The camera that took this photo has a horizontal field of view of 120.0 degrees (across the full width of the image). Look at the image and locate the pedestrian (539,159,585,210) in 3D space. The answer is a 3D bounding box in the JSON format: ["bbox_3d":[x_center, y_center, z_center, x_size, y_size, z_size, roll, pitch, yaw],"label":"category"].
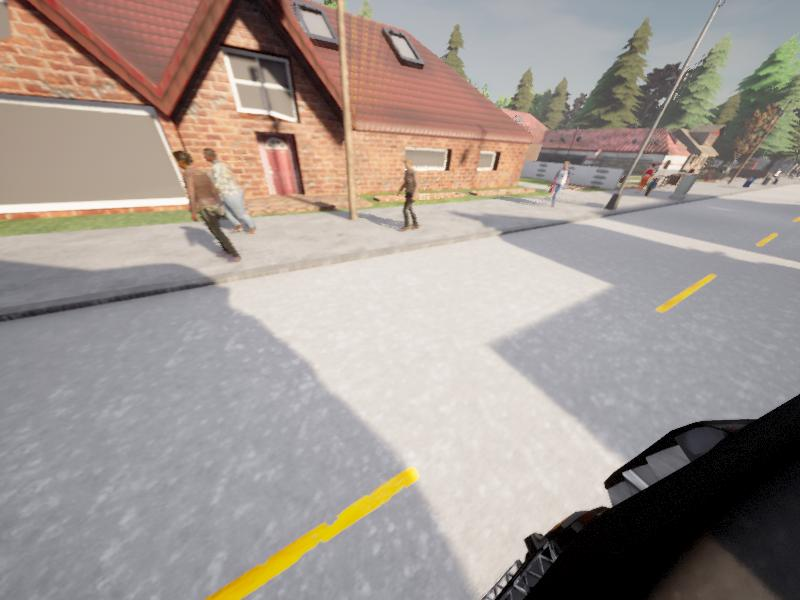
[{"bbox_3d":[6.914,-4.959,9.960,0.751,1.860,0.751,-16,38,-25],"label":"pedestrian"}]

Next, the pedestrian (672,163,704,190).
[{"bbox_3d":[23.836,-10.196,19.130,0.751,1.860,0.751,-15,38,-25],"label":"pedestrian"}]

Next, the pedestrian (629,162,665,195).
[{"bbox_3d":[16.507,-8.149,15.488,0.751,1.860,0.751,-17,39,-28],"label":"pedestrian"}]

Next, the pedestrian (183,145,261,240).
[{"bbox_3d":[-3.961,-2.451,5.343,0.751,1.860,0.751,-8,35,-16],"label":"pedestrian"}]

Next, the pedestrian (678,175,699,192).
[{"bbox_3d":[22.412,-9.013,17.936,0.500,1.100,0.500,-20,40,-30],"label":"pedestrian"}]

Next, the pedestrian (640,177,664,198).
[{"bbox_3d":[15.746,-7.048,14.469,0.500,1.100,0.500,-19,40,-29],"label":"pedestrian"}]

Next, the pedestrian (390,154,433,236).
[{"bbox_3d":[0.245,-2.795,6.197,0.751,1.860,0.751,-13,37,-23],"label":"pedestrian"}]

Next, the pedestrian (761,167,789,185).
[{"bbox_3d":[47.852,-15.852,29.501,0.751,1.860,0.751,14,35,16],"label":"pedestrian"}]

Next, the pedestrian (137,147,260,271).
[{"bbox_3d":[-3.309,-1.539,4.037,0.751,1.860,0.751,6,34,5],"label":"pedestrian"}]
